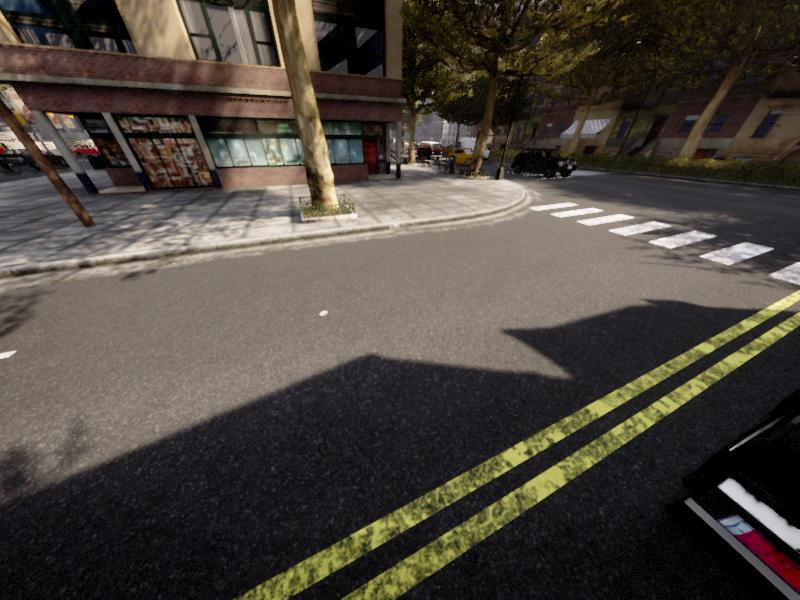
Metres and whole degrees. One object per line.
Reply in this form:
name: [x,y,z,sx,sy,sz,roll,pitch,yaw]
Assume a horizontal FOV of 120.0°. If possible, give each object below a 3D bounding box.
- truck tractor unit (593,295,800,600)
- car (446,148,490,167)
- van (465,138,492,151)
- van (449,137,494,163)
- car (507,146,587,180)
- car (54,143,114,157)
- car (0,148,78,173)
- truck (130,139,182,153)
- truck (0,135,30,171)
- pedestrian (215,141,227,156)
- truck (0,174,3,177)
truck tractor unit: [5.236,-0.152,0.578,6.516,4.208,3.053,-13,37,-18]
car: [7.186,-15.534,25.025,1.882,1.535,5.008,-13,37,-18]
van: [19.397,-38.459,57.174,5.915,2.561,1.988,-11,36,-16]
van: [8.781,-19.049,29.211,1.988,2.561,5.915,-13,37,-18]
car: [10.820,-10.480,17.490,1.932,1.855,4.605,-13,37,-18]
car: [-47.881,-22.937,35.182,2.242,1.667,4.611,10,36,15]
car: [-31.113,-11.956,19.653,2.128,1.511,4.902,-13,37,-18]
truck: [-47.200,-30.015,44.980,6.274,2.098,2.390,-13,37,-18]
truck: [-34.277,-11.497,18.133,2.627,2.467,5.204,-13,37,-18]
pedestrian: [-26.123,-22.210,33.808,0.751,1.860,0.751,-18,39,-24]
truck: [-27.915,-7.608,12.912,2.390,2.098,6.274,-13,37,-18]
